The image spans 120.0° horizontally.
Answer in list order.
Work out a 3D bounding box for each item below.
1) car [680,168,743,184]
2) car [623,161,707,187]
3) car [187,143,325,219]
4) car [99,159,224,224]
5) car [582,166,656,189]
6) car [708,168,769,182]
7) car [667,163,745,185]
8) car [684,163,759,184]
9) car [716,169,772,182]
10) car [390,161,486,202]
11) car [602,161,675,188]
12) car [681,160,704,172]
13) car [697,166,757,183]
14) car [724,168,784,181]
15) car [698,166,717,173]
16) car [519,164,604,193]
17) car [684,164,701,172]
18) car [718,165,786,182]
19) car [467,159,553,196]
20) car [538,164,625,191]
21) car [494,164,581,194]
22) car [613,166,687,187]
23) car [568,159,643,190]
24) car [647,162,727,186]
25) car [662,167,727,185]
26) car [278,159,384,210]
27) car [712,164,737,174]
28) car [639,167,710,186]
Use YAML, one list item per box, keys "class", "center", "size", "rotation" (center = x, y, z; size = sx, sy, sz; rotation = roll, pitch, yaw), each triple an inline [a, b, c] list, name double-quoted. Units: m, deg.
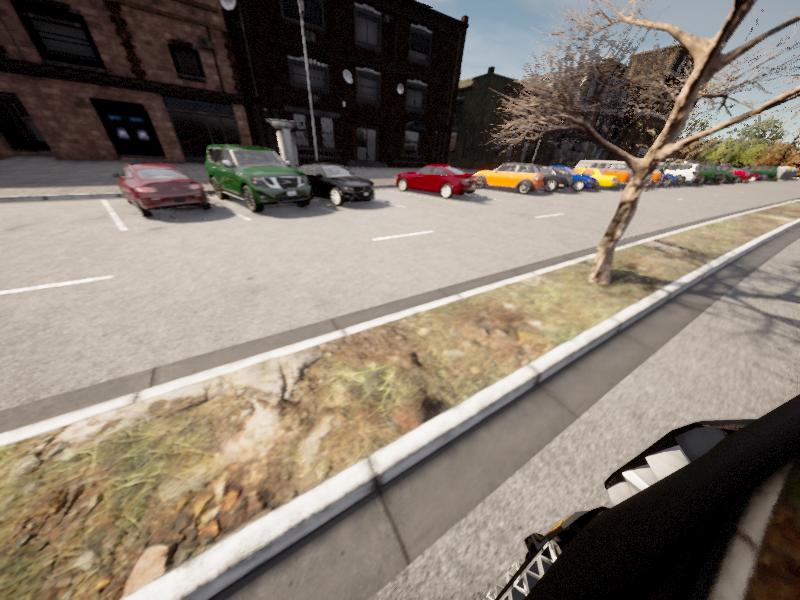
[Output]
- class: "car"
  center: [42.163, -17.003, 31.505]
  size: [4.792, 1.488, 2.163]
  rotation: [28, 40, 34]
- class: "car"
  center: [28.730, -13.967, 25.421]
  size: [5.566, 2.045, 2.435]
  rotation: [28, 41, 34]
- class: "car"
  center: [-5.881, -5.049, 9.374]
  size: [5.566, 2.045, 2.435]
  rotation: [26, 39, 32]
- class: "car"
  center: [-8.537, -4.071, 8.227]
  size: [4.674, 1.452, 2.002]
  rotation: [26, 40, 32]
- class: "car"
  center: [20.676, -11.753, 21.992]
  size: [4.792, 1.488, 2.163]
  rotation: [28, 41, 34]
- class: "car"
  center: [52.884, -19.661, 36.260]
  size: [5.008, 1.535, 2.097]
  rotation: [28, 40, 34]
- class: "car"
  center: [39.493, -16.583, 30.164]
  size: [5.566, 2.045, 2.435]
  rotation: [28, 40, 34]
- class: "car"
  center: [44.856, -17.898, 32.547]
  size: [5.566, 2.045, 2.435]
  rotation: [28, 40, 34]
- class: "car"
  center: [55.586, -20.285, 37.468]
  size: [4.674, 1.452, 2.002]
  rotation: [28, 40, 34]
- class: "car"
  center: [1.999, -7.003, 13.371]
  size: [5.008, 1.535, 2.097]
  rotation: [27, 40, 33]
- class: "car"
  center: [23.480, -12.576, 22.974]
  size: [4.442, 1.987, 1.878]
  rotation: [28, 40, 34]
- class: "car"
  center: [70.045, -32.146, 55.423]
  size: [2.435, 2.045, 5.566]
  rotation: [30, 41, 34]
- class: "car"
  center: [47.530, -18.441, 33.793]
  size: [4.553, 1.767, 2.185]
  rotation: [28, 41, 34]
- class: "car"
  center: [60.848, -21.723, 39.914]
  size: [5.366, 1.575, 1.946]
  rotation: [28, 41, 34]
- class: "car"
  center: [84.540, -35.917, 63.585]
  size: [2.231, 1.521, 4.892]
  rotation: [30, 40, 34]
- class: "car"
  center: [12.659, -9.771, 18.349]
  size: [5.008, 1.535, 2.097]
  rotation: [27, 40, 34]
- class: "car"
  center: [83.193, -37.545, 65.739]
  size: [2.185, 1.767, 4.553]
  rotation: [30, 40, 34]
- class: "car"
  center: [58.266, -21.200, 38.505]
  size: [5.566, 2.045, 2.435]
  rotation: [28, 41, 35]
- class: "car"
  center: [7.335, -8.496, 15.797]
  size: [4.553, 1.767, 2.185]
  rotation: [27, 40, 33]
- class: "car"
  center: [15.198, -10.509, 19.653]
  size: [5.366, 1.575, 1.946]
  rotation: [28, 41, 34]
- class: "car"
  center: [9.994, -9.081, 17.109]
  size: [4.892, 1.521, 2.231]
  rotation: [27, 41, 34]
- class: "car"
  center: [26.064, -13.090, 24.354]
  size: [5.008, 1.535, 2.097]
  rotation: [28, 40, 34]
- class: "car"
  center: [18.114, -11.251, 20.575]
  size: [4.442, 1.987, 1.878]
  rotation: [28, 40, 34]
- class: "car"
  center: [34.086, -15.283, 27.804]
  size: [5.566, 2.045, 2.435]
  rotation: [28, 41, 34]
- class: "car"
  center: [36.804, -15.686, 29.121]
  size: [4.792, 1.488, 2.163]
  rotation: [28, 40, 34]
- class: "car"
  center: [-3.287, -5.578, 10.824]
  size: [5.008, 1.535, 2.097]
  rotation: [26, 39, 32]
- class: "car"
  center: [85.893, -34.610, 61.229]
  size: [2.435, 2.045, 5.566]
  rotation: [30, 40, 34]
- class: "car"
  center: [31.422, -14.407, 26.738]
  size: [5.008, 1.535, 2.097]
  rotation: [28, 40, 34]
